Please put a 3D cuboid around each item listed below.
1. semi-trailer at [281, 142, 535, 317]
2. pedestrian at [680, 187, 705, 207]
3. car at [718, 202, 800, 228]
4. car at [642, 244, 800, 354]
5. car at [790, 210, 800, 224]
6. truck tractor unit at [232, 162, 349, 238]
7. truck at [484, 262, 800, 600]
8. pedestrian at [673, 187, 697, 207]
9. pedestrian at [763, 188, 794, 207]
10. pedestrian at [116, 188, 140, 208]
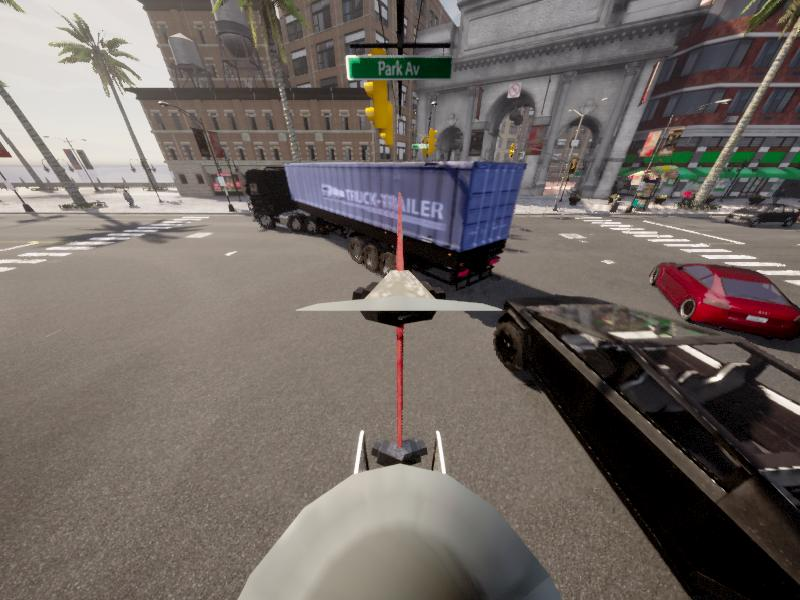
[{"bbox_3d":[-1.883,-4.557,11.462,2.717,4.402,14.254,-22,36,-34],"label":"semi-trailer"},{"bbox_3d":[32.119,-11.299,25.362,0.751,1.860,0.751,1,30,2],"label":"pedestrian"},{"bbox_3d":[28.046,-6.582,17.853,3.705,1.549,1.789,0,30,0],"label":"car"},{"bbox_3d":[10.027,-0.419,7.362,1.994,1.385,4.181,15,33,25],"label":"car"},{"bbox_3d":[34.464,-6.633,17.701,4.553,1.767,2.097,0,30,1],"label":"car"},{"bbox_3d":[-7.431,-7.182,16.224,6.516,4.208,3.053,13,32,21],"label":"truck tractor unit"},{"bbox_3d":[3.642,1.640,3.066,2.390,2.098,6.274,-2,30,-3],"label":"truck"},{"bbox_3d":[31.239,-11.285,25.338,0.751,1.860,0.751,1,30,1],"label":"pedestrian"},{"bbox_3d":[40.776,-11.040,24.914,0.751,1.860,0.751,1,30,2],"label":"pedestrian"},{"bbox_3d":[-28.759,-10.795,24.489,0.751,1.860,0.751,8,31,13],"label":"pedestrian"}]
